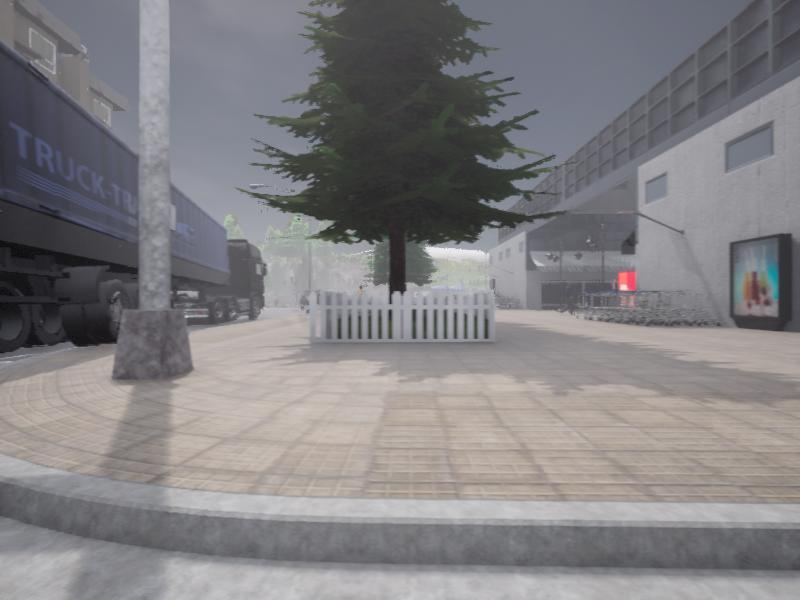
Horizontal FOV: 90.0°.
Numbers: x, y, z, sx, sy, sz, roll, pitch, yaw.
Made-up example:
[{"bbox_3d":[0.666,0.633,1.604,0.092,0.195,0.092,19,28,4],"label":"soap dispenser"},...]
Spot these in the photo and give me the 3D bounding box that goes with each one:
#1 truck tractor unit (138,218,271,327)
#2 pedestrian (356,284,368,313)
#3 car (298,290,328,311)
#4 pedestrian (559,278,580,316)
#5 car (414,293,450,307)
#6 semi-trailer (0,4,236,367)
[{"bbox_3d":[-8.696,-1.095,18.879,3.053,4.208,6.516,0,0,0],"label":"truck tractor unit"},{"bbox_3d":[-2.495,-0.104,26.186,0.751,1.860,0.751,0,0,-3],"label":"pedestrian"},{"bbox_3d":[-8.885,-0.003,41.485,2.150,2.045,5.566,0,0,-3],"label":"car"},{"bbox_3d":[8.616,-0.154,20.321,0.751,1.860,0.751,0,0,43],"label":"pedestrian"},{"bbox_3d":[4.261,0.045,53.763,4.605,1.855,1.932,0,0,0],"label":"car"},{"bbox_3d":[-7.489,-1.257,11.099,2.717,4.402,14.254,-4,0,-12],"label":"semi-trailer"}]
